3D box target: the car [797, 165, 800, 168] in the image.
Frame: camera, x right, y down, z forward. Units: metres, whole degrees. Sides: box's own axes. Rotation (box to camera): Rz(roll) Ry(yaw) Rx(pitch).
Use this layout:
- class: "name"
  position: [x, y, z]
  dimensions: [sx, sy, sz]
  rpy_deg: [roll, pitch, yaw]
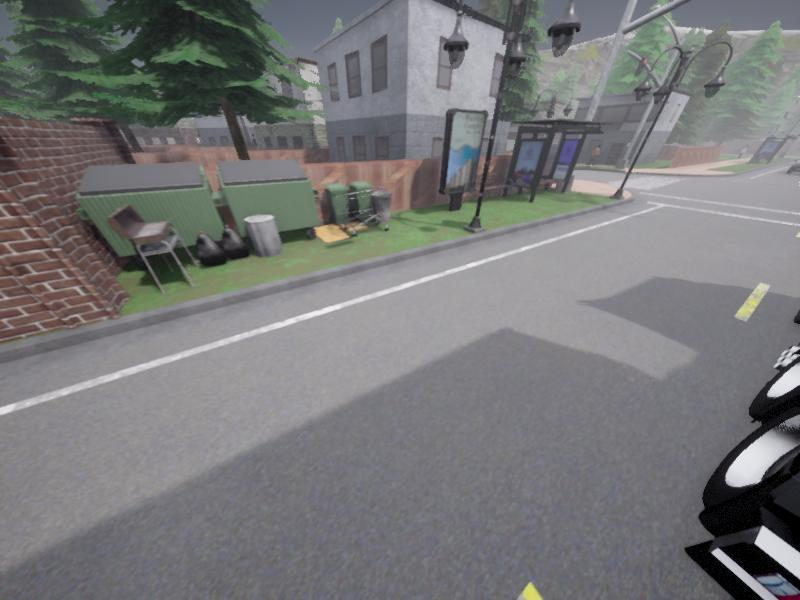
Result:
- class: "car"
  position: [44.475, -14.750, 24.121]
  dimensions: [5.027, 1.651, 2.152]
  rpy_deg: [-19, 39, -25]

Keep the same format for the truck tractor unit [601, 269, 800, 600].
- class: "truck tractor unit"
  position: [5.121, -0.289, 0.774]
  dimensions: [6.516, 4.208, 3.053]
  rpy_deg: [-18, 39, -24]

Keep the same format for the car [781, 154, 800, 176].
- class: "car"
  position: [34.968, -11.447, 19.502]
  dimensions: [5.357, 1.411, 2.033]
  rpy_deg: [-19, 39, -25]

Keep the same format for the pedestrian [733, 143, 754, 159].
- class: "pedestrian"
  position: [47.926, -20.740, 32.234]
  dimensions: [0.751, 1.860, 0.751]
  rpy_deg: [-22, 41, -28]
